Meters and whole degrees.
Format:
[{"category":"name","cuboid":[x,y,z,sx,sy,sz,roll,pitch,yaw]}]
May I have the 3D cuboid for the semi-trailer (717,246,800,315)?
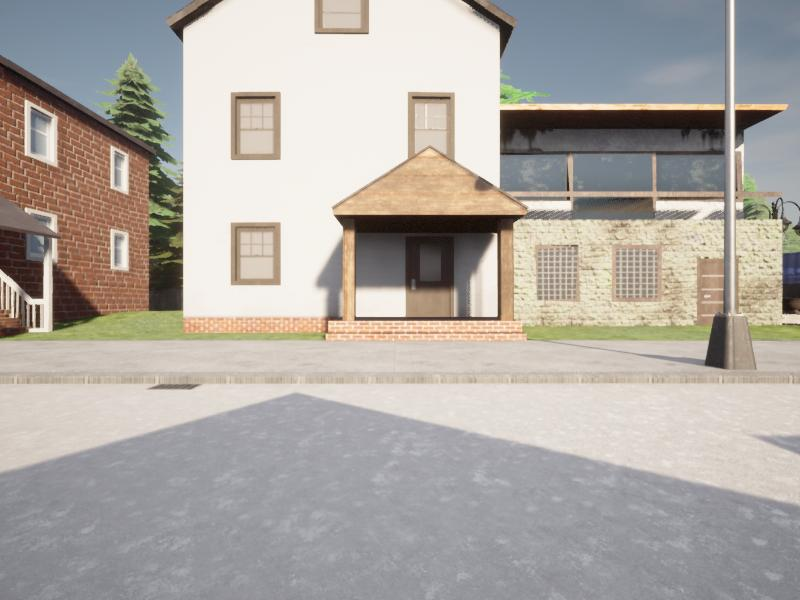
[{"category":"semi-trailer","cuboid":[26.914,-1.218,25.058,2.717,4.402,14.254,0,0,-1]}]
